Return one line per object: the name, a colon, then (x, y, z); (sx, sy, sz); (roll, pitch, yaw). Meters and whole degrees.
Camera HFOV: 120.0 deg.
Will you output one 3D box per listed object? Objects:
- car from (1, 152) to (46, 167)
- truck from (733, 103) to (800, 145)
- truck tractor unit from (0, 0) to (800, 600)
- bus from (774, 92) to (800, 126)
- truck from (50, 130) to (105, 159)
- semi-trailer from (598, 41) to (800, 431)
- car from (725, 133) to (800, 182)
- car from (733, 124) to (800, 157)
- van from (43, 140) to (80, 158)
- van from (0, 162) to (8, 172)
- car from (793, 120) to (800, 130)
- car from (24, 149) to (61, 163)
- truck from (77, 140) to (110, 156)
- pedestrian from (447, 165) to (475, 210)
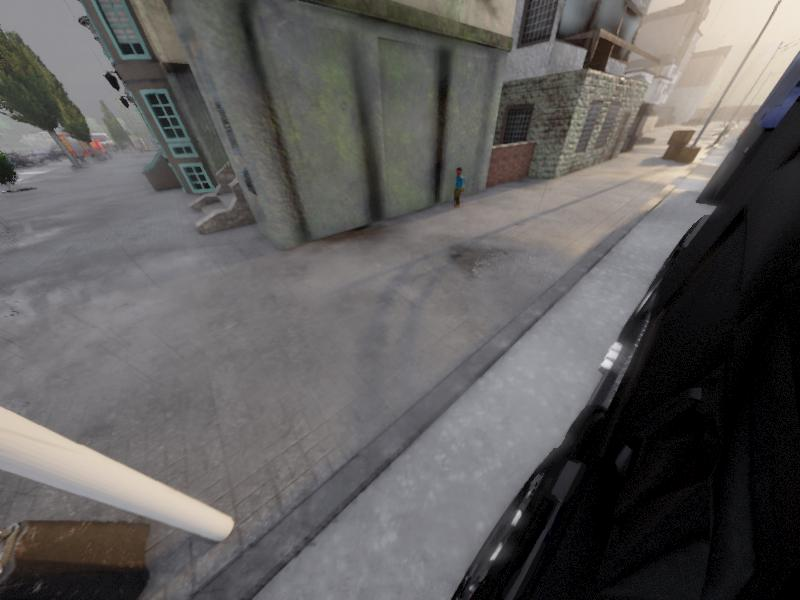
car: (-50.842, -19.105, 31.309); (1.895, 1.301, 4.718); (-28, 44, -30)
truck: (30.246, -14.337, 18.789); (5.204, 2.467, 2.627); (-28, 44, -30)
truck tractor unit: (2.645, -0.295, 0.351); (6.516, 4.208, 3.053); (-28, 44, -30)
bus: (64.344, -30.255, 36.383); (10.273, 4.253, 3.944); (-28, 44, -30)
truck: (-55.868, -27.259, 40.396); (2.891, 3.827, 8.468); (-28, 44, -30)
semi-trailer: (8.685, -3.617, 4.235); (14.254, 4.402, 2.717); (-28, 44, -30)
car: (15.930, -6.191, 9.825); (4.718, 1.301, 1.895); (-28, 44, -30)
car: (22.848, -9.929, 14.304); (4.181, 1.385, 1.994); (-28, 44, -30)
van: (-64.273, -28.786, 44.014); (1.988, 2.561, 5.915); (-28, 44, -30)
van: (-42.661, -13.775, 23.098); (1.775, 1.987, 4.442); (-28, 44, -30)
car: (51.726, -22.345, 28.808); (5.238, 1.638, 1.930); (-28, 44, -30)
car: (-55.933, -22.646, 36.234); (1.812, 1.442, 4.674); (-28, 44, -30)
truck: (-62.603, -31.335, 47.401); (2.627, 2.467, 5.204); (-28, 44, -30)
pedestrian: (1.801, -3.360, 6.888); (0.500, 1.100, 0.500); (-28, 43, -29)
